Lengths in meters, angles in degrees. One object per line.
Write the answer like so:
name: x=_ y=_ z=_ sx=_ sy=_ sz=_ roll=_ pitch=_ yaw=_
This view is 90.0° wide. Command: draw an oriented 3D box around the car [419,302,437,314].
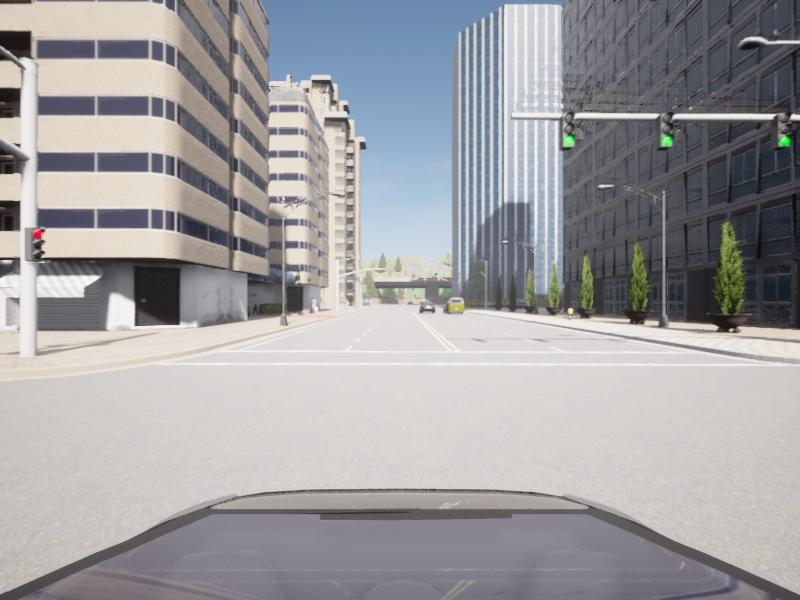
car: x=3.535 y=0.978 z=51.720 sx=2.007 sy=1.525 sz=4.514 roll=0 pitch=0 yaw=0

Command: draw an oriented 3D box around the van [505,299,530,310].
van: x=22.528 y=0.817 z=76.776 sx=4.442 sy=1.987 sz=1.775 roll=0 pitch=0 yaw=-1

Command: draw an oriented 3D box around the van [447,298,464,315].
van: x=6.712 y=0.743 z=48.496 sx=1.775 sy=1.987 sz=4.442 roll=0 pitch=0 yaw=4

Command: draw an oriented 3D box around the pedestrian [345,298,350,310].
pedestrian: x=-7.971 y=0.647 z=60.623 sx=0.751 sy=1.860 sz=0.751 roll=0 pitch=0 yaw=-1

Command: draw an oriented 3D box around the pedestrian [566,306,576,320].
pedestrian: x=12.983 y=0.973 z=30.411 sx=0.500 sy=1.100 sz=0.500 roll=0 pitch=0 yaw=-1

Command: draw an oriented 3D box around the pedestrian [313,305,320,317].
pedestrian: x=-7.445 y=0.972 z=35.646 sx=0.500 sy=1.100 sz=0.500 roll=0 pitch=0 yaw=1

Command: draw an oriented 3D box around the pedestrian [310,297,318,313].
pedestrian: x=-10.054 y=0.615 z=46.794 sx=0.751 sy=1.860 sz=0.751 roll=0 pitch=0 yaw=-2

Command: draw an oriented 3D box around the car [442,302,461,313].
car: x=7.038 y=0.987 z=54.693 sx=2.007 sy=1.525 sz=4.514 roll=0 pitch=0 yaw=0

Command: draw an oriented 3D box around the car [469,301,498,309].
car: x=16.716 y=0.994 z=80.221 sx=5.238 sy=1.638 sz=1.930 roll=0 pitch=0 yaw=-1
